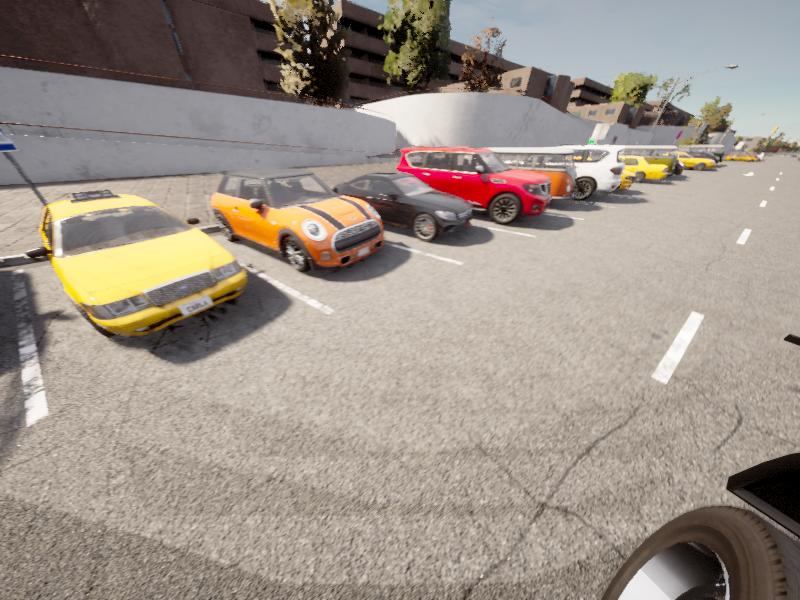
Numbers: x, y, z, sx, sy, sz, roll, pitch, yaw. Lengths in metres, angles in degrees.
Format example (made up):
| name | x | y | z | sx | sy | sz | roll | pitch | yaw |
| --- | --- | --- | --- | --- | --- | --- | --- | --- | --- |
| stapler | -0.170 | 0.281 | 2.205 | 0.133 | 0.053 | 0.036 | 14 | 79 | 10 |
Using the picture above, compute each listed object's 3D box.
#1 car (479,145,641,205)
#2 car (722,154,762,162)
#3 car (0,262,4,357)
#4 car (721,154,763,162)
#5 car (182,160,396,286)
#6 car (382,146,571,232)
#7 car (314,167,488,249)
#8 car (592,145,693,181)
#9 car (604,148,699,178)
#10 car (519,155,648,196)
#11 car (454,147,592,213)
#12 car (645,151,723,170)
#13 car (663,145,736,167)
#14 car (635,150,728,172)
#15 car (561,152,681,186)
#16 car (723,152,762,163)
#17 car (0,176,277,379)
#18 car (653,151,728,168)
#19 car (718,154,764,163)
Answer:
| name | x | y | z | sx | sy | sz | roll | pitch | yaw |
| --- | --- | --- | --- | --- | --- | --- | --- | --- | --- |
| car | 7.155 | -6.198 | 11.072 | 5.566 | 2.045 | 2.435 | 21 | 40 | 28 |
| car | 81.692 | -33.942 | 55.301 | 4.792 | 1.488 | 2.163 | 22 | 39 | 28 |
| car | -7.479 | -0.238 | 2.756 | 4.553 | 1.767 | 2.185 | 21 | 40 | 29 |
| car | 84.008 | -34.918 | 56.815 | 5.366 | 1.575 | 1.946 | 22 | 39 | 28 |
| car | -2.601 | -2.209 | 5.539 | 4.553 | 1.767 | 2.185 | 21 | 40 | 29 |
| car | 2.328 | -4.249 | 8.240 | 5.566 | 2.045 | 2.435 | 21 | 40 | 29 |
| car | -0.139 | -3.043 | 7.015 | 4.674 | 1.452 | 2.002 | 21 | 40 | 29 |
| car | 17.037 | -9.958 | 16.683 | 4.442 | 1.987 | 1.878 | 21 | 39 | 28 |
| car | 19.355 | -10.875 | 18.224 | 4.553 | 1.767 | 2.185 | 21 | 39 | 28 |
| car | 9.617 | -6.944 | 12.619 | 5.008 | 1.535 | 2.097 | 21 | 39 | 28 |
| car | 4.836 | -5.168 | 9.615 | 4.442 | 1.987 | 1.878 | 21 | 40 | 28 |
| car | 29.140 | -14.544 | 23.968 | 4.674 | 1.452 | 2.002 | 21 | 39 | 28 |
| car | 34.119 | -16.634 | 26.595 | 4.442 | 1.987 | 1.878 | 21 | 39 | 28 |
| car | 26.854 | -13.566 | 22.439 | 5.366 | 1.575 | 1.946 | 21 | 39 | 28 |
| car | 14.344 | -8.912 | 15.529 | 5.366 | 1.575 | 1.946 | 21 | 40 | 28 |
| car | 79.378 | -33.213 | 53.639 | 4.442 | 1.987 | 1.878 | 22 | 38 | 28 |
| car | -4.858 | -1.059 | 4.114 | 5.366 | 1.575 | 1.946 | 21 | 40 | 29 |
| car | 31.581 | -15.493 | 25.377 | 4.674 | 1.452 | 2.002 | 21 | 40 | 28 |
| car | 76.987 | -32.107 | 52.272 | 5.366 | 1.575 | 1.946 | 22 | 38 | 28 |
